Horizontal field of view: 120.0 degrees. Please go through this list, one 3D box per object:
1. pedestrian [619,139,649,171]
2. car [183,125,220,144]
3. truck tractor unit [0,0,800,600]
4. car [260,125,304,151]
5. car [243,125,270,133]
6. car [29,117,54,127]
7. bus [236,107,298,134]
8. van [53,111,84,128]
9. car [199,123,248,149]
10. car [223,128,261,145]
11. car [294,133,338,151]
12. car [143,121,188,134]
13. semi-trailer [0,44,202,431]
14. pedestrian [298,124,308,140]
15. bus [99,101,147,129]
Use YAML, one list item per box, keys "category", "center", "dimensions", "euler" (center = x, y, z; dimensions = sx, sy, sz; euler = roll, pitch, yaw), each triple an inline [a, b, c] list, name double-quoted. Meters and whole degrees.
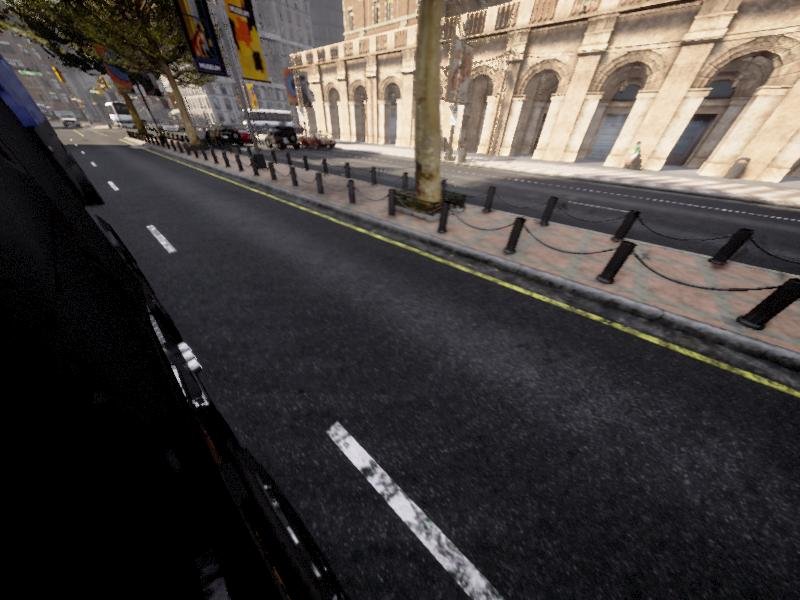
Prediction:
- category: "pedestrian"
  center: [17.020, -10.544, 16.816]
  dimensions: [0.751, 1.860, 0.751]
  euler: [28, 44, 30]
- category: "car"
  center: [-22.395, -18.692, 26.061]
  dimensions: [3.633, 1.501, 1.845]
  euler: [28, 44, 30]
- category: "truck tractor unit"
  center: [-2.645, -0.295, 0.351]
  dimensions: [6.516, 4.208, 3.053]
  euler: [28, 44, 30]
- category: "car"
  center: [-11.479, -15.780, 22.481]
  dimensions: [3.866, 1.878, 1.905]
  euler: [28, 44, 30]
- category: "car"
  center: [-32.284, -38.412, 52.032]
  dimensions: [1.895, 1.301, 4.718]
  euler: [28, 44, 30]
- category: "car"
  center: [-66.459, -33.020, 42.841]
  dimensions: [5.357, 1.411, 2.033]
  euler: [28, 44, 30]
- category: "bus"
  center: [-28.515, -38.750, 50.227]
  dimensions: [3.944, 4.253, 10.273]
  euler: [27, 43, 29]
- category: "van"
  center: [-64.544, -35.166, 44.951]
  dimensions: [6.366, 2.431, 2.351]
  euler: [28, 44, 30]
- category: "car"
  center: [-17.264, -16.104, 22.601]
  dimensions: [4.605, 1.855, 1.932]
  euler: [28, 44, 30]
- category: "car"
  center: [-18.679, -19.388, 27.332]
  dimensions: [4.181, 1.385, 1.994]
  euler: [28, 44, 30]
- category: "car"
  center: [-8.920, -16.725, 24.375]
  dimensions: [4.718, 1.301, 1.895]
  euler: [28, 44, 30]
- category: "car"
  center: [-40.192, -29.721, 39.796]
  dimensions: [2.038, 1.542, 4.974]
  euler: [28, 43, 30]
- category: "semi-trailer"
  center: [-8.700, -3.589, 4.248]
  dimensions: [14.254, 4.402, 2.717]
  euler: [28, 44, 30]
- category: "pedestrian"
  center: [-14.105, -24.397, 33.572]
  dimensions: [0.751, 1.860, 0.751]
  euler: [-22, 43, -29]
- category: "bus"
  center: [-58.529, -38.890, 48.735]
  dimensions: [10.273, 4.253, 3.944]
  euler: [28, 44, 30]
